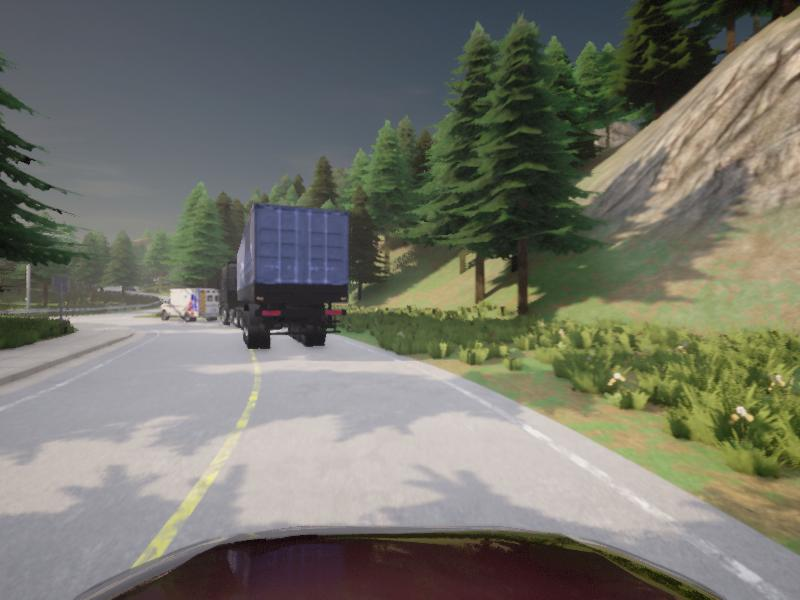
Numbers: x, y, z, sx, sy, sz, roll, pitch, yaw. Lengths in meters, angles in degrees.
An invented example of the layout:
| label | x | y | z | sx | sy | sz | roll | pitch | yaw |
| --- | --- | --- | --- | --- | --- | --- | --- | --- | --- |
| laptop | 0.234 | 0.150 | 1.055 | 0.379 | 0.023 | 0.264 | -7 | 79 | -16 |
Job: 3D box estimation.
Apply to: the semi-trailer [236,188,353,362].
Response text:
| label | x | y | z | sx | sy | sz | roll | pitch | yaw |
| --- | --- | --- | --- | --- | --- | --- | --- | --- | --- |
| semi-trailer | -5.423 | -0.611 | 17.232 | 2.717 | 4.402 | 14.254 | 0 | 0 | -24 |

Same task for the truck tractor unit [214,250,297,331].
| label | x | y | z | sx | sy | sz | roll | pitch | yaw |
| --- | --- | --- | --- | --- | --- | --- | --- | --- | --- |
| truck tractor unit | -8.957 | -0.485 | 24.285 | 3.053 | 4.208 | 6.516 | 0 | 0 | -36 |

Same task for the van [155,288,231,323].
| label | x | y | z | sx | sy | sz | roll | pitch | yaw |
| --- | --- | --- | --- | --- | --- | --- | --- | --- | --- |
| van | -15.869 | 0.397 | 30.544 | 6.366 | 2.431 | 2.351 | 0 | 0 | 34 |
